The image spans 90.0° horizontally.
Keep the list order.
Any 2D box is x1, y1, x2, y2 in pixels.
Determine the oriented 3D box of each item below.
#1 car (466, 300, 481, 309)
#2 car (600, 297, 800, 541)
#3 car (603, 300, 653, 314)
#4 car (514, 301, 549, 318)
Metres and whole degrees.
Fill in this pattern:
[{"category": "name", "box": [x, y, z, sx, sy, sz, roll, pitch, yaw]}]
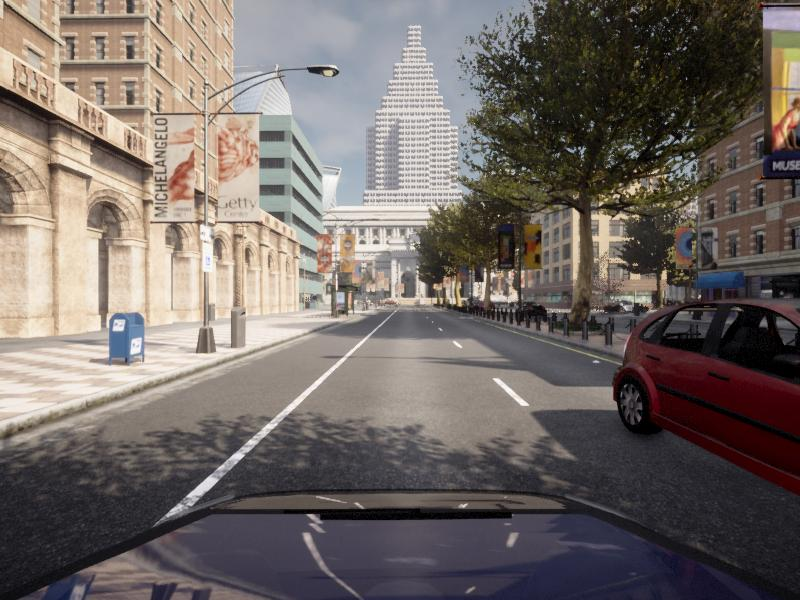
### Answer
[{"category": "car", "box": [12.915, 0.823, 70.753, 1.882, 1.535, 5.008, 0, 0, 1]}, {"category": "car", "box": [3.587, 0.788, 3.390, 1.851, 1.617, 3.988, 0, 0, 1]}, {"category": "car", "box": [26.927, 0.828, 47.341, 4.974, 1.542, 2.038, 0, 0, -10]}, {"category": "car", "box": [12.266, 0.870, 37.709, 1.812, 1.442, 4.674, 0, 0, 1]}]
